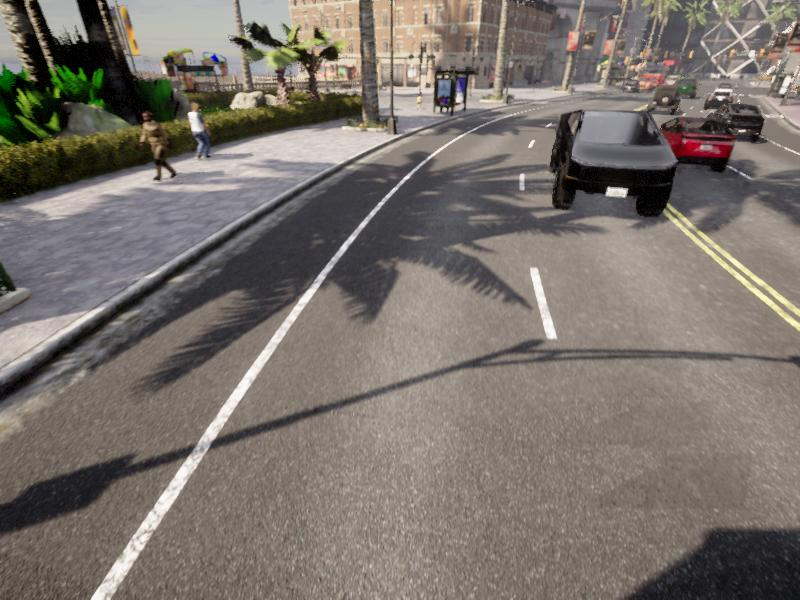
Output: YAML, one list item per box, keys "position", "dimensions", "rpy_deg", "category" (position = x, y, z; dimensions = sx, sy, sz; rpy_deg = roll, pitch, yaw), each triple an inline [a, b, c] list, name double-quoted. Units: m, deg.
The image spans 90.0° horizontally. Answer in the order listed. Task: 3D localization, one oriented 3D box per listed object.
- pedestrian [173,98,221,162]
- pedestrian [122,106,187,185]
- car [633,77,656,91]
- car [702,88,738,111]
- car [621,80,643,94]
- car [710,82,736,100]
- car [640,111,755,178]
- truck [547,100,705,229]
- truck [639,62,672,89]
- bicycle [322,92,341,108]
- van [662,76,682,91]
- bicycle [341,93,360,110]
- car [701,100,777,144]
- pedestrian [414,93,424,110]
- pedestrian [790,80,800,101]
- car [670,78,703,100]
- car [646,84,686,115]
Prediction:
- position: [-6.812, -5.737, 13.499]
  dimensions: [0.751, 1.860, 0.751]
  rpy_deg: [8, 31, 13]
  category: "pedestrian"
- position: [-6.597, -4.174, 10.835]
  dimensions: [0.751, 1.860, 0.751]
  rpy_deg: [5, 31, 8]
  category: "pedestrian"
- position: [38.531, -34.119, 63.065]
  dimensions: [2.097, 1.767, 4.553]
  rpy_deg: [20, 36, 30]
  category: "car"
- position: [27.871, -17.485, 34.814]
  dimensions: [1.970, 1.475, 3.806]
  rpy_deg: [20, 36, 30]
  category: "car"
- position: [32.162, -29.606, 55.479]
  dimensions: [1.789, 1.549, 3.705]
  rpy_deg: [20, 36, 30]
  category: "car"
- position: [37.191, -24.037, 46.013]
  dimensions: [1.851, 1.617, 3.988]
  rpy_deg: [20, 36, 30]
  category: "car"
- position: [10.483, -5.821, 14.588]
  dimensions: [2.007, 1.525, 4.514]
  rpy_deg: [10, 32, 16]
  category: "car"
- position: [5.586, -4.138, 11.074]
  dimensions: [2.390, 2.098, 6.274]
  rpy_deg: [9, 31, 14]
  category: "truck"
- position: [44.723, -39.297, 69.976]
  dimensions: [2.891, 3.827, 8.468]
  rpy_deg: [20, 36, 30]
  category: "truck"
- position: [-5.371, -15.661, 31.359]
  dimensions: [0.373, 1.024, 1.643]
  rpy_deg: [20, 36, 30]
  category: "bicycle"
- position: [43.184, -34.409, 63.433]
  dimensions: [1.775, 1.987, 4.442]
  rpy_deg: [20, 36, 30]
  category: "van"
- position: [-3.726, -15.064, 30.365]
  dimensions: [0.373, 1.024, 1.643]
  rpy_deg: [20, 36, 30]
  category: "bicycle"
- position: [17.227, -9.289, 20.642]
  dimensions: [1.837, 1.490, 4.892]
  rpy_deg: [14, 33, 23]
  category: "car"
- position: [1.428, -14.891, 30.004]
  dimensions: [0.500, 1.100, 0.500]
  rpy_deg: [18, 34, 27]
  category: "pedestrian"
- position: [41.541, -21.725, 41.533]
  dimensions: [0.751, 1.860, 0.751]
  rpy_deg: [15, 33, 23]
  category: "pedestrian"
- position: [33.201, -24.505, 46.315]
  dimensions: [2.150, 2.045, 5.566]
  rpy_deg: [21, 36, 31]
  category: "car"
- position: [20.827, -15.724, 31.290]
  dimensions: [1.905, 1.878, 3.866]
  rpy_deg: [20, 35, 29]
  category: "car"
